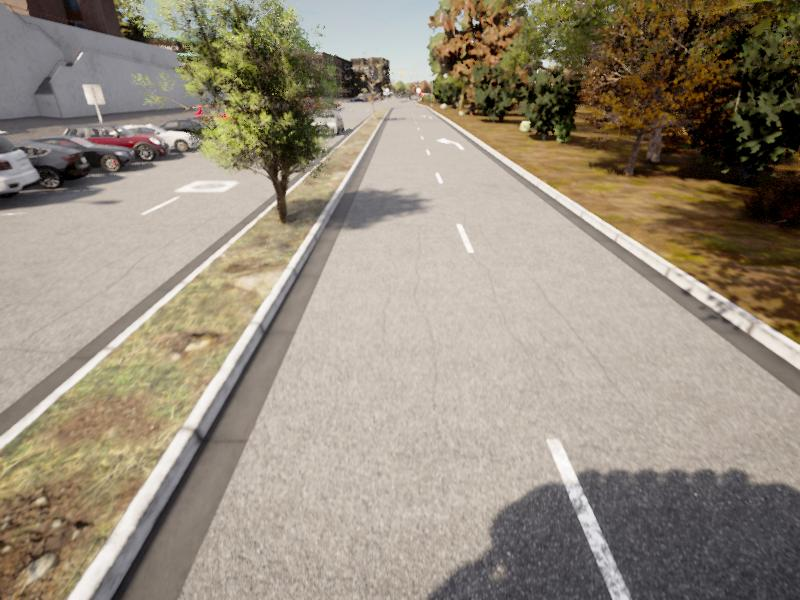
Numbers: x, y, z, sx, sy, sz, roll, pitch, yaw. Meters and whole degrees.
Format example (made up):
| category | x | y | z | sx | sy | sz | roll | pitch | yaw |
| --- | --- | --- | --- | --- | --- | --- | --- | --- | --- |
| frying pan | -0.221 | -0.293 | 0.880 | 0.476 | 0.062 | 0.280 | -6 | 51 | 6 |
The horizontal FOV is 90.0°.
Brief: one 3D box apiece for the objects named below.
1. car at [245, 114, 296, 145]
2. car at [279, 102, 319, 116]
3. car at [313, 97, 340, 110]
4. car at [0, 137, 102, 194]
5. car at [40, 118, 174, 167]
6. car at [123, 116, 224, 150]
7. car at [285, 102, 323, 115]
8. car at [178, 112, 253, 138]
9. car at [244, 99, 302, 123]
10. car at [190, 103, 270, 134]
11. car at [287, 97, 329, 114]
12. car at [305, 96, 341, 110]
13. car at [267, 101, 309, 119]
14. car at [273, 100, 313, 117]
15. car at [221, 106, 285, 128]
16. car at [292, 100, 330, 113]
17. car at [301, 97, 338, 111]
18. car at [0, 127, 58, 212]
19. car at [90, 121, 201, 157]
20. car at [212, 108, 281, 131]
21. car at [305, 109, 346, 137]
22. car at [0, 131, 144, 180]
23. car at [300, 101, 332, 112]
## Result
| category | x | y | z | sx | sy | sz | roll | pitch | yaw |
| --- | --- | --- | --- | --- | --- | --- | --- | --- | --- |
| car | -8.649 | -11.702 | 27.247 | 1.837 | 1.490 | 4.892 | 0 | 28 | 0 |
| car | -13.603 | -25.749 | 53.868 | 4.892 | 1.521 | 2.231 | -10 | 29 | -17 |
| car | -13.331 | -35.688 | 72.452 | 4.442 | 1.987 | 1.878 | -10 | 29 | -17 |
| car | -13.806 | -4.714 | 14.046 | 4.792 | 1.488 | 2.163 | -10 | 29 | -17 |
| car | -13.787 | -7.651 | 19.296 | 4.553 | 1.767 | 2.185 | -10 | 29 | -17 |
| car | -13.724 | -10.353 | 24.667 | 5.008 | 1.535 | 2.097 | -10 | 30 | -17 |
| car | -13.609 | -27.104 | 56.527 | 4.792 | 1.488 | 2.163 | -10 | 29 | -17 |
| car | -13.680 | -13.150 | 29.994 | 4.792 | 1.488 | 2.163 | -10 | 29 | -17 |
| car | -13.672 | -20.394 | 43.101 | 5.566 | 2.045 | 2.435 | -10 | 29 | -17 |
| car | -13.673 | -14.804 | 32.517 | 5.566 | 2.045 | 2.435 | -10 | 29 | -17 |
| car | -13.599 | -28.741 | 59.061 | 5.566 | 2.045 | 2.435 | -10 | 29 | -17 |
| car | -13.457 | -34.307 | 69.748 | 5.566 | 2.045 | 2.435 | -10 | 29 | -17 |
| car | -13.591 | -23.084 | 48.496 | 4.553 | 1.767 | 2.185 | -10 | 29 | -17 |
| car | -13.641 | -24.467 | 51.142 | 4.553 | 1.767 | 2.185 | -10 | 29 | -17 |
| car | -13.843 | -17.351 | 37.866 | 5.366 | 1.575 | 1.946 | -10 | 29 | -17 |
| car | -13.729 | -29.882 | 61.794 | 5.366 | 1.575 | 1.946 | -10 | 29 | -17 |
| car | -13.539 | -32.905 | 67.055 | 5.566 | 2.045 | 2.435 | -10 | 29 | -17 |
| car | -13.821 | -3.572 | 11.259 | 5.566 | 2.045 | 2.435 | -10 | 29 | -17 |
| car | -13.746 | -8.912 | 22.035 | 4.674 | 1.452 | 2.002 | -10 | 29 | -17 |
| car | -13.507 | -16.015 | 35.328 | 5.366 | 1.575 | 1.946 | -10 | 29 | -17 |
| car | -5.630 | -13.777 | 30.977 | 2.242 | 1.667 | 4.611 | 0 | 28 | 0 |
| car | -13.770 | -6.108 | 16.731 | 4.674 | 1.452 | 2.002 | -10 | 29 | -17 |
| car | -13.529 | -31.263 | 64.532 | 4.674 | 1.452 | 2.002 | -10 | 29 | -17 |
